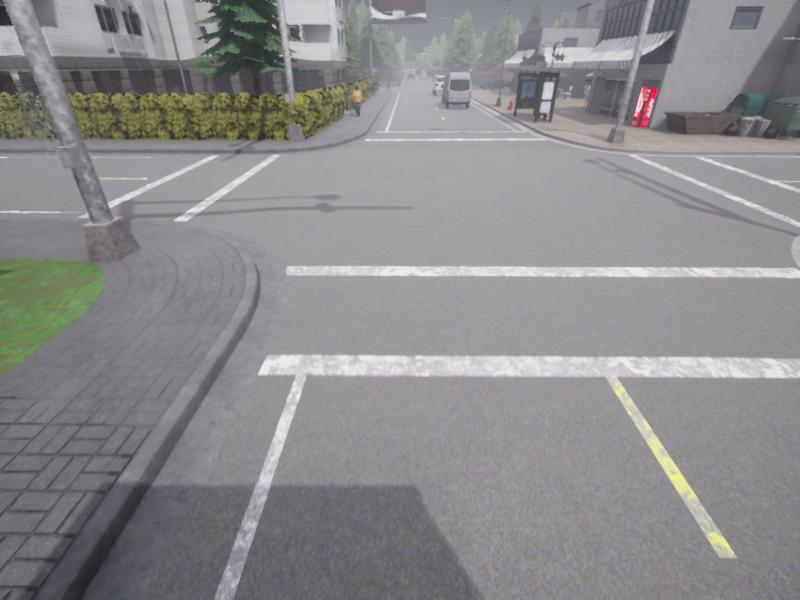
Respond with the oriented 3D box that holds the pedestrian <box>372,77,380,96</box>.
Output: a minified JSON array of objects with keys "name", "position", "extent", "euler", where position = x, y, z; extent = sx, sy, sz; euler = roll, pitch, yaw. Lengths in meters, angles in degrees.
[{"name":"pedestrian","position":[-2.692,-23.666,44.299],"extent":[0.751,1.860,0.751],"euler":[1,30,2]}]

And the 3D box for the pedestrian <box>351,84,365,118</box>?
[{"name":"pedestrian","position":[-2.675,-12.590,25.351],"extent":[0.751,1.860,0.751],"euler":[-5,31,-9]}]

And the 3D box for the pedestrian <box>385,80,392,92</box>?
[{"name":"pedestrian","position":[-1.492,-27.722,51.792],"extent":[0.751,1.300,0.751],"euler":[9,32,15]}]

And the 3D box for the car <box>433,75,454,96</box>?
[{"name":"car","position":[5.157,-26.061,48.564],"extent":[2.150,2.045,5.566],"euler":[1,30,2]}]

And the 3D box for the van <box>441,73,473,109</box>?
[{"name":"van","position":[4.827,-18.188,34.602],"extent":[1.988,2.561,5.915],"euler":[1,30,1]}]

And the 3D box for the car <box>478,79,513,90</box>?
[{"name":"car","position":[14.894,-33.627,62.398],"extent":[4.892,1.490,1.837],"euler":[1,30,2]}]
